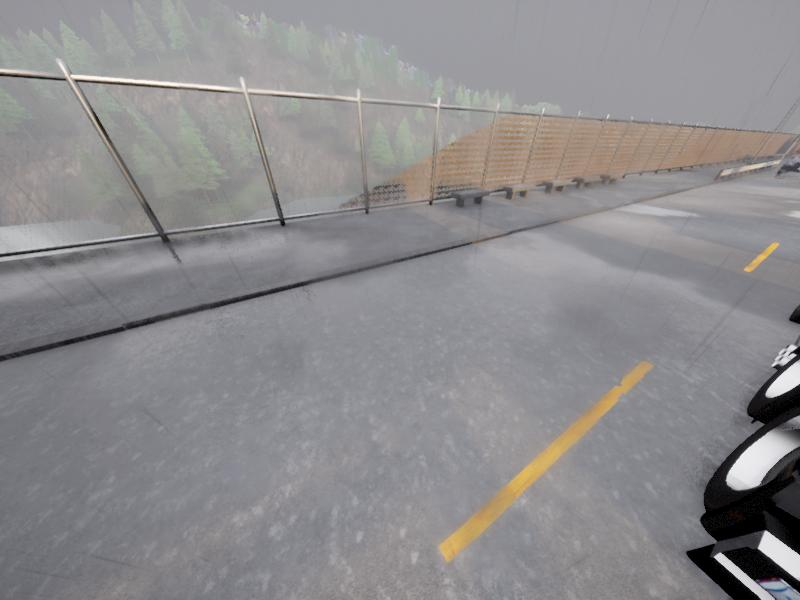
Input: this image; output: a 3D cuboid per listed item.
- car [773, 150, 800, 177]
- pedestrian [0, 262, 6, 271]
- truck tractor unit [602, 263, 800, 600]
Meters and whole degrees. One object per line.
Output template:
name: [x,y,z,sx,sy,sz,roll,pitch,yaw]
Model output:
car: [33.191,-11.050,18.682,5.027,1.651,2.152,-18,39,-24]
pedestrian: [-8.042,-1.114,3.684,0.751,1.860,0.751,-18,39,-24]
truck tractor unit: [5.109,-0.303,0.784,6.516,4.208,3.053,-18,39,-24]
